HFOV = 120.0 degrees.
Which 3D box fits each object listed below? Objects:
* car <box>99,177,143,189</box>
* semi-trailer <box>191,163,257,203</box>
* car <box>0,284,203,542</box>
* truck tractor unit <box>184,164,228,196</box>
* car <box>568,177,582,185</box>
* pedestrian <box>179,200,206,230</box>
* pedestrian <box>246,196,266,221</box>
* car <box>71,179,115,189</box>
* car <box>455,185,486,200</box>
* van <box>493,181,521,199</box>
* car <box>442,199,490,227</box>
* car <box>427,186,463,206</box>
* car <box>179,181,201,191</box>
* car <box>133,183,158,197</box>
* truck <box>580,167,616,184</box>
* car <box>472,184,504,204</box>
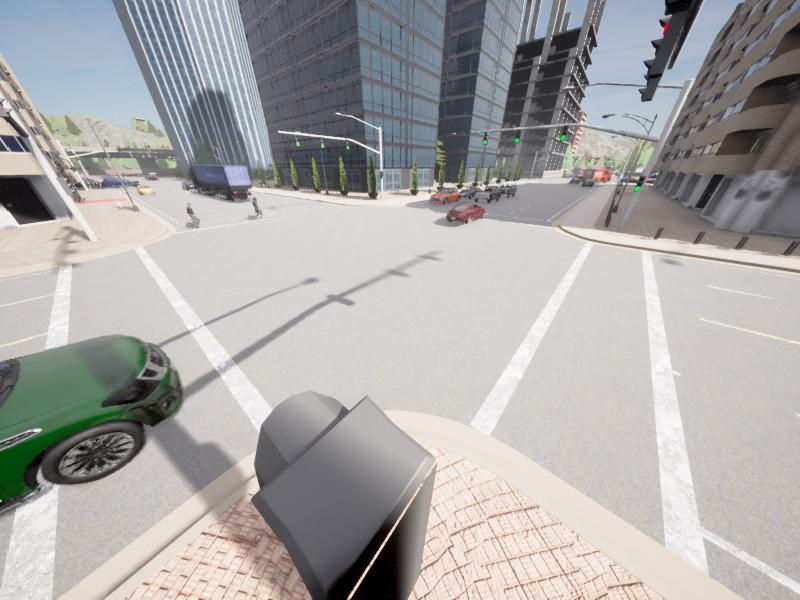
[{"bbox_3d":[-59.919,-25.284,49.754,2.150,2.045,5.566,22,37,33],"label":"car"},{"bbox_3d":[-25.571,-17.085,33.155,14.254,4.402,2.717,23,37,34],"label":"semi-trailer"},{"bbox_3d":[-6.170,1.980,2.416,2.150,2.045,5.566,24,37,35],"label":"car"},{"bbox_3d":[-31.608,-19.577,37.675,6.516,4.208,3.053,22,35,34],"label":"truck tractor unit"},{"bbox_3d":[44.961,-30.550,59.272,1.882,1.535,5.008,22,37,33],"label":"car"},{"bbox_3d":[-15.048,-6.172,16.787,0.751,1.860,0.751,21,36,32],"label":"pedestrian"},{"bbox_3d":[-12.101,-7.746,19.498,0.751,1.860,0.751,24,37,35],"label":"pedestrian"},{"bbox_3d":[-65.579,-24.911,49.510,1.930,1.638,5.238,17,34,26],"label":"car"},{"bbox_3d":[10.100,-15.400,33.058,2.128,1.511,4.902,23,37,34],"label":"car"},{"bbox_3d":[15.712,-16.227,33.959,2.069,2.038,4.480,23,37,34],"label":"van"},{"bbox_3d":[5.519,-7.277,19.061,1.812,1.442,4.674,23,37,34],"label":"car"},{"bbox_3d":[5.584,-12.881,28.411,2.097,1.767,4.553,23,37,34],"label":"car"},{"bbox_3d":[-41.182,-22.370,45.225,4.514,1.525,2.007,23,37,34],"label":"car"},{"bbox_3d":[-41.016,-17.754,37.177,5.366,1.575,1.801,23,37,34],"label":"car"},{"bbox_3d":[53.391,-33.665,62.372,8.468,3.827,2.891,-13,32,-21],"label":"truck"},{"bbox_3d":[11.313,-13.571,29.522,1.932,1.855,4.605,23,37,34],"label":"car"}]
